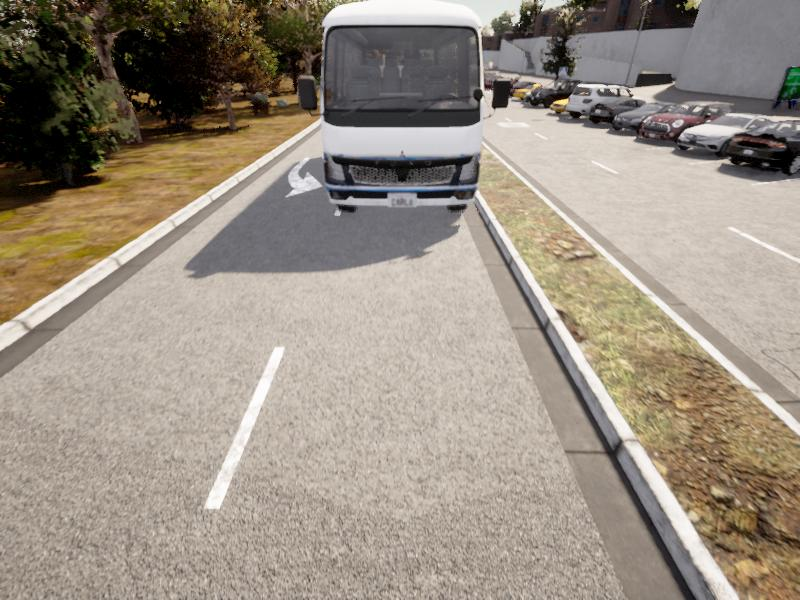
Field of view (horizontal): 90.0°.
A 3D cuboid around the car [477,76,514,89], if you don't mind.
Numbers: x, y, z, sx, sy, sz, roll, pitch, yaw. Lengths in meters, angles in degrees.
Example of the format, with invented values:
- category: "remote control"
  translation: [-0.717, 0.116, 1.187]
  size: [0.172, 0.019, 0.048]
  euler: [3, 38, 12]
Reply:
- category: "car"
  translation: [13.832, -31.417, 57.779]
  size: [4.674, 1.452, 2.002]
  euler: [-10, 32, -17]

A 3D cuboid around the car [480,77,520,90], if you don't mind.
- category: "car"
  translation: [13.809, -29.873, 55.185]
  size: [4.792, 1.488, 2.163]
  euler: [-10, 33, -17]

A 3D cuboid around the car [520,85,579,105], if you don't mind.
- category: "car"
  translation: [13.832, -19.058, 37.181]
  size: [4.674, 1.452, 2.002]
  euler: [-10, 33, -17]

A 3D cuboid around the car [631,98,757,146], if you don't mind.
- category: "car"
  translation: [13.851, -8.528, 18.995]
  size: [4.553, 1.767, 2.185]
  euler: [-10, 32, -18]

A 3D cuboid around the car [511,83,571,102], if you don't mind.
- category: "car"
  translation: [14.000, -20.670, 39.798]
  size: [5.366, 1.575, 1.946]
  euler: [-10, 32, -17]

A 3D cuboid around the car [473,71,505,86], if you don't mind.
- category: "car"
  translation: [13.950, -34.737, 62.793]
  size: [4.442, 1.987, 1.878]
  euler: [-10, 32, -17]

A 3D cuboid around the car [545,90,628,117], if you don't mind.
- category: "car"
  translation: [13.652, -14.462, 29.357]
  size: [5.366, 1.575, 1.946]
  euler: [-10, 33, -18]

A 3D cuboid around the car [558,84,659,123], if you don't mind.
- category: "car"
  translation: [13.851, -13.187, 26.710]
  size: [5.566, 2.045, 2.435]
  euler: [-10, 32, -18]

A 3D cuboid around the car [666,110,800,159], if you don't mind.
- category: "car"
  translation: [13.821, -6.871, 16.475]
  size: [4.674, 1.452, 2.002]
  euler: [-10, 32, -18]

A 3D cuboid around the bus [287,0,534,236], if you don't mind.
- category: "bus"
  translation: [0.140, -5.760, 11.749]
  size: [3.944, 4.253, 10.273]
  euler: [0, 30, 0]

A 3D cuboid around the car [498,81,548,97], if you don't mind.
- category: "car"
  translation: [13.805, -23.691, 44.893]
  size: [4.792, 1.488, 2.163]
  euler: [-10, 33, -17]

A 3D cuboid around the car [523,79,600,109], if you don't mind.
- category: "car"
  translation: [13.804, -17.759, 34.440]
  size: [5.566, 2.045, 2.435]
  euler: [-10, 33, -17]

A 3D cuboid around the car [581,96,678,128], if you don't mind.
- category: "car"
  translation: [13.847, -11.427, 24.266]
  size: [4.792, 1.488, 2.163]
  euler: [-10, 32, -18]

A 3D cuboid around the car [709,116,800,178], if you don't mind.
- category: "car"
  translation: [13.810, -5.401, 13.860]
  size: [5.008, 1.535, 2.097]
  euler: [-10, 31, -18]

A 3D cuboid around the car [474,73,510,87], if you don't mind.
- category: "car"
  translation: [13.809, -33.090, 60.241]
  size: [4.553, 1.767, 2.185]
  euler: [-10, 32, -17]

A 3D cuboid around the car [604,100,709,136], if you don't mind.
- category: "car"
  translation: [13.823, -9.887, 21.662]
  size: [4.674, 1.452, 2.002]
  euler: [-10, 32, -18]
